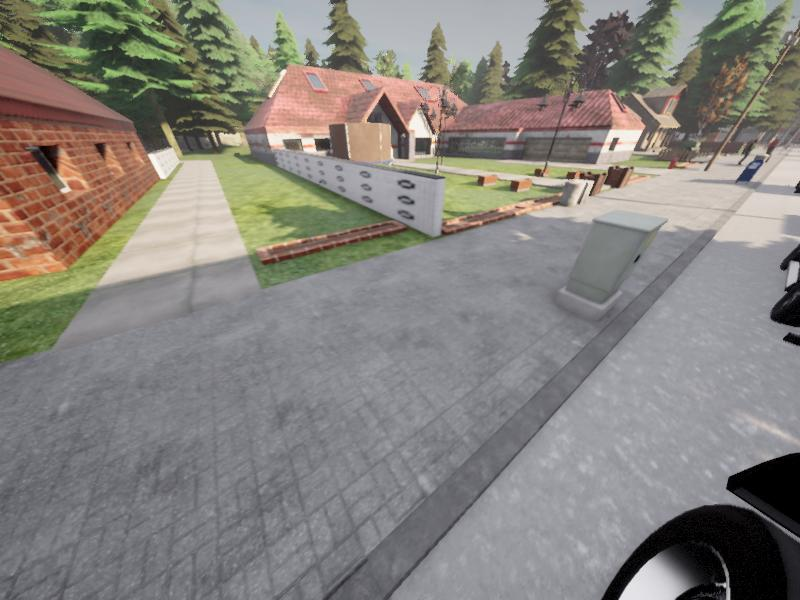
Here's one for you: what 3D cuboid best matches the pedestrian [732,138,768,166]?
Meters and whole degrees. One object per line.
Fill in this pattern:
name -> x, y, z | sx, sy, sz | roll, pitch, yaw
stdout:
pedestrian -> 29.142, -12.359, 19.301 | 0.751, 1.860, 0.751 | 26, 43, 32

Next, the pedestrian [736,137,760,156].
pedestrian -> 41.747, -18.380, 27.711 | 0.751, 1.860, 0.751 | -22, 41, -28

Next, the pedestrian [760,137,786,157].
pedestrian -> 42.861, -17.584, 26.574 | 0.751, 1.860, 0.751 | -21, 40, -27

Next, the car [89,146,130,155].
car -> -56.484, -29.201, 45.020 | 4.718, 1.301, 1.895 | -22, 41, -28

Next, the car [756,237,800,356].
car -> 7.237, -0.538, 2.966 | 4.605, 1.855, 1.932 | -22, 41, -27

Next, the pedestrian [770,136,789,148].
pedestrian -> 70.090, -29.148, 42.700 | 0.751, 1.860, 0.751 | 15, 38, 20

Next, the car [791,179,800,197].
car -> 19.760, -5.679, 10.115 | 3.866, 1.878, 1.905 | -23, 41, -27
